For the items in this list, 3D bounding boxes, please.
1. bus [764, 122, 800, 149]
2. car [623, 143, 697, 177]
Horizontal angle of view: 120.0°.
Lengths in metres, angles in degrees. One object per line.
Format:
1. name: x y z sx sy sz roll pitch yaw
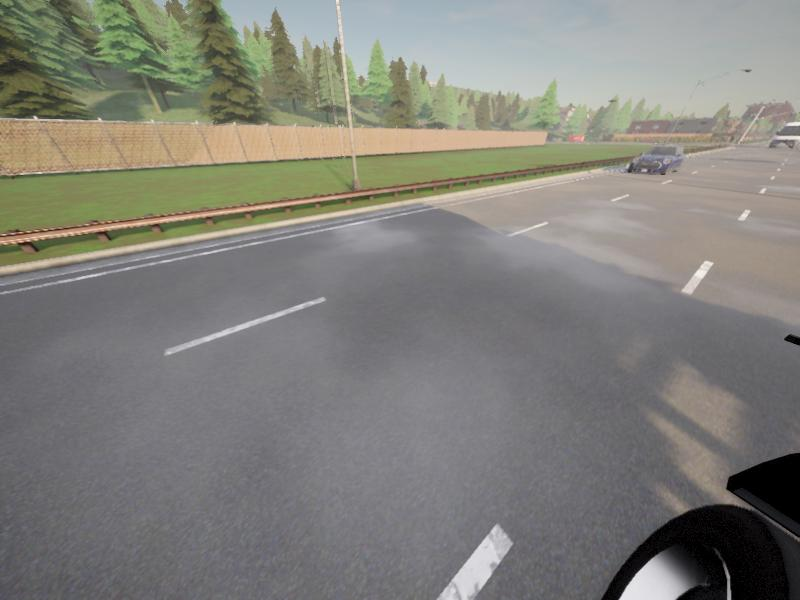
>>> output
1. bus: 80.147 -33.651 47.298 10.273 4.253 3.944 -22 41 -28
2. car: 18.444 -10.029 16.425 4.553 1.767 2.097 -22 41 -28
